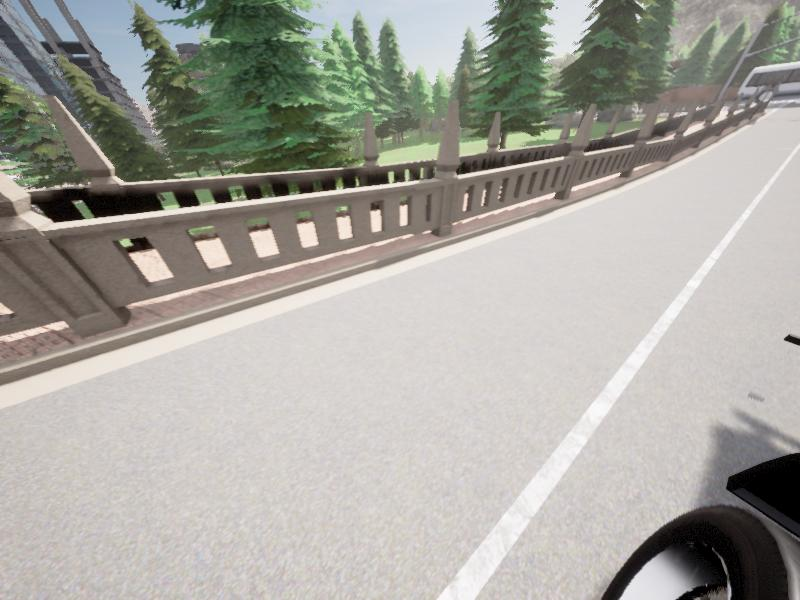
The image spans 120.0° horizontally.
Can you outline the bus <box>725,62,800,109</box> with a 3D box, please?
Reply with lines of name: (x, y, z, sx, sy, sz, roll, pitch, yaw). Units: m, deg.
bus: (51.713, -27.948, 29.748, 3.944, 4.253, 10.273, -31, 44, -27)
